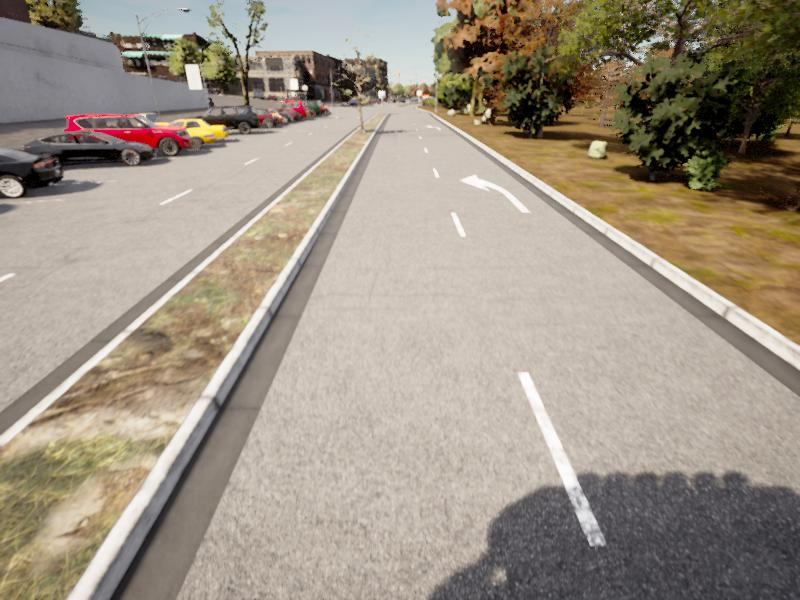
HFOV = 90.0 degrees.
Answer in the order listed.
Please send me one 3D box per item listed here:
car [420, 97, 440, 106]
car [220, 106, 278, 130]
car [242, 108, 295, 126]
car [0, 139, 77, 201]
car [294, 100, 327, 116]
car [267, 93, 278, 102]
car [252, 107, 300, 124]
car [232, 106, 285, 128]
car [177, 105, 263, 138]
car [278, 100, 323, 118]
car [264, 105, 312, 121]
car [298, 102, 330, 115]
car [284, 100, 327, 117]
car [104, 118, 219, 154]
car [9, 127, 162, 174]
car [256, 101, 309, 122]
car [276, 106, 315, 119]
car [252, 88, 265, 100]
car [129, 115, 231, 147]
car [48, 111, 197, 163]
[{"bbox_3d":[7.330,-49.128,99.037,4.442,1.987,1.878,-6,28,-13],"label":"car"},{"bbox_3d":[-13.751,-16.628,36.540,4.553,1.767,2.185,-10,29,-17],"label":"car"},{"bbox_3d":[-13.781,-19.260,41.929,4.892,1.521,2.231,-10,28,-17],"label":"car"},{"bbox_3d":[-13.806,-4.044,12.634,5.008,1.535,2.097,-10,29,-17],"label":"car"},{"bbox_3d":[-13.570,-29.085,60.574,4.442,1.987,1.878,-10,28,-17],"label":"car"},{"bbox_3d":[-28.119,-44.644,88.169,2.002,1.452,4.674,-4,26,-20],"label":"car"},{"bbox_3d":[-13.796,-20.599,44.596,4.792,1.488,2.163,-10,29,-17],"label":"car"},{"bbox_3d":[-13.811,-17.995,39.195,4.553,1.767,2.185,-10,28,-17],"label":"car"},{"bbox_3d":[-13.815,-13.971,31.129,5.566,2.045,2.435,-10,29,-17],"label":"car"},{"bbox_3d":[-13.761,-26.335,55.160,5.566,2.045,2.435,-10,29,-17],"label":"car"},{"bbox_3d":[-13.933,-23.344,49.879,5.366,1.575,1.946,-10,29,-17],"label":"car"},{"bbox_3d":[-13.594,-30.354,63.270,4.553,1.767,2.185,-10,29,-17],"label":"car"},{"bbox_3d":[-13.687,-27.721,57.861,5.566,2.045,2.435,-10,28,-17],"label":"car"},{"bbox_3d":[-13.624,-9.640,23.330,5.366,1.575,1.946,-10,29,-17],"label":"car"},{"bbox_3d":[-13.780,-6.807,17.978,4.792,1.488,2.163,-10,29,-17],"label":"car"},{"bbox_3d":[-13.794,-22.220,47.140,5.566,2.045,2.435,-10,29,-17],"label":"car"},{"bbox_3d":[-13.742,-24.708,52.627,4.674,1.452,2.002,-10,29,-17],"label":"car"},{"bbox_3d":[-31.113,-45.179,87.963,2.435,2.045,5.566,-4,26,-20],"label":"car"},{"bbox_3d":[-13.968,-10.960,25.874,5.366,1.575,1.946,-10,29,-17],"label":"car"},{"bbox_3d":[-13.781,-8.446,20.510,5.566,2.045,2.435,-10,29,-17],"label":"car"}]
